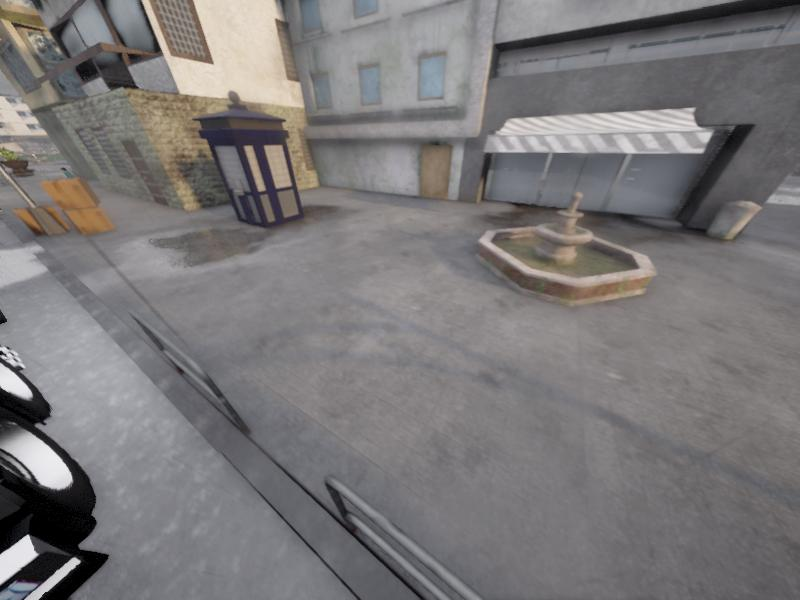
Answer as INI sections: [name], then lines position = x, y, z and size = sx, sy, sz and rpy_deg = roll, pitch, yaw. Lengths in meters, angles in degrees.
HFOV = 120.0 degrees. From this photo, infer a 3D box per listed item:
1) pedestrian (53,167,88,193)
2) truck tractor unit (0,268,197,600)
[pedestrian]
position = -16.675, -6.083, 11.710
size = 0.500, 1.100, 0.500
rpy_deg = 21, 40, 27
[truck tractor unit]
position = -5.116, -0.295, 0.774
size = 6.516, 4.208, 3.053
rpy_deg = 18, 39, 24
